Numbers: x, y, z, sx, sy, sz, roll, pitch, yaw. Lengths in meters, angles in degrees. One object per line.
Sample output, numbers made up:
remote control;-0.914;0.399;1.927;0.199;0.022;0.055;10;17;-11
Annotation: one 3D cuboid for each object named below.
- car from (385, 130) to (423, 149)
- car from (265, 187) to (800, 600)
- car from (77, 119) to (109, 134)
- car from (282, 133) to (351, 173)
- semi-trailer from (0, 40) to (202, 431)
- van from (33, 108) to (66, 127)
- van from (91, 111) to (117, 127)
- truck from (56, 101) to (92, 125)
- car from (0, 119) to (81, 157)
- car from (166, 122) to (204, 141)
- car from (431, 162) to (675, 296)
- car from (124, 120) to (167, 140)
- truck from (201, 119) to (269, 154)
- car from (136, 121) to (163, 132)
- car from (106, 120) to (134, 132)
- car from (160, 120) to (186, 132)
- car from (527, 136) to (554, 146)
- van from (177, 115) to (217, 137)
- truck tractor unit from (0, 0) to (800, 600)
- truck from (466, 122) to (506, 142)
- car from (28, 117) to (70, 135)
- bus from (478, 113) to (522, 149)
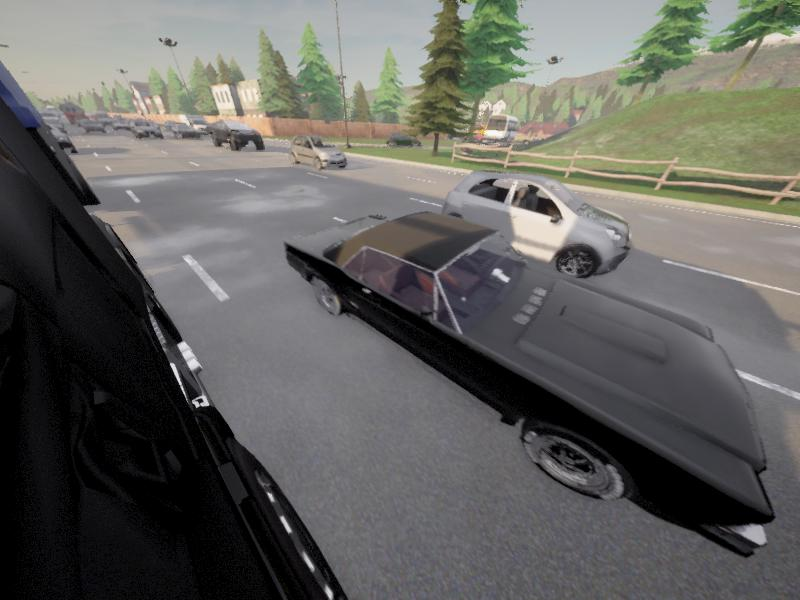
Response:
car;0.477;-20.955;30.127;4.553;1.767;2.097;-3;37;-8
car;0.628;-0.129;2.767;4.718;1.301;1.895;29;44;31
car;-40.634;-22.930;30.529;4.892;1.490;1.837;29;44;31
car;-5.026;-8.931;13.908;3.988;1.617;1.851;29;44;31
semi-trailer;-8.731;-3.579;4.200;14.254;4.402;2.717;28;44;29
van;-63.120;-32.915;41.704;6.366;2.431;2.351;29;44;31
van;-61.148;-37.450;47.752;5.915;2.561;1.988;29;44;31
truck;-71.729;-41.006;50.814;8.468;3.827;2.891;29;44;31
car;-22.919;-10.448;14.838;5.027;1.651;2.152;29;44;30
car;-26.327;-20.676;28.261;5.238;1.638;1.930;29;44;30
car;2.786;-1.819;4.954;3.633;1.501;1.845;29;44;30
car;-29.219;-19.498;26.491;4.611;1.667;2.242;29;44;31
truck;-14.393;-14.290;20.083;6.274;2.098;2.390;29;44;31
car;-42.755;-29.619;39.406;5.357;1.411;2.033;29;44;31
car;-45.504;-28.351;37.549;5.357;1.411;2.033;29;44;31
car;-41.492;-31.807;42.195;5.238;1.638;1.930;29;44;30
car;31.530;-35.761;51.963;4.611;1.667;2.242;29;44;31
van;-30.305;-25.967;34.424;6.366;2.431;2.351;29;44;31
truck tractor unit;-2.645;-0.295;0.351;6.516;4.208;3.053;28;44;30
truck;21.475;-42.270;58.127;8.468;3.827;2.891;29;44;31
car;-41.445;-20.590;27.368;4.792;1.488;2.163;29;44;31
bus;17.195;-28.676;39.381;3.944;4.253;10.273;22;41;22
